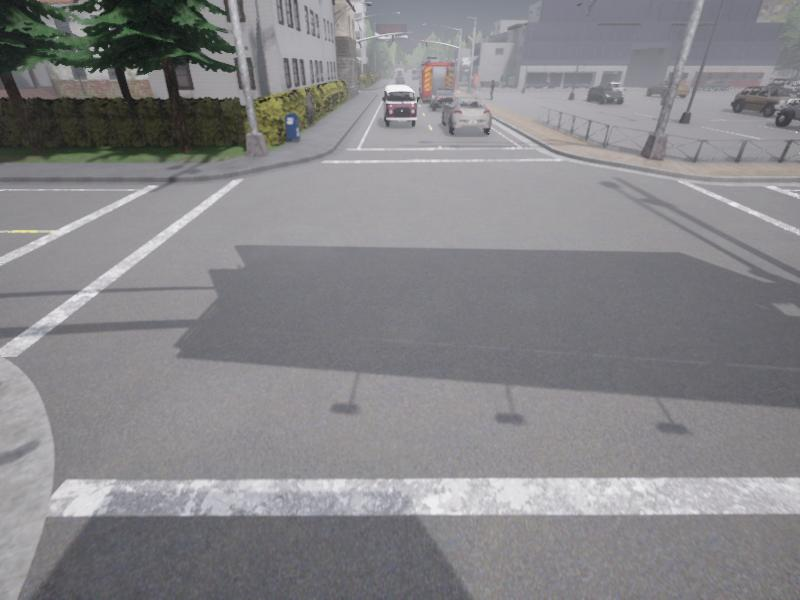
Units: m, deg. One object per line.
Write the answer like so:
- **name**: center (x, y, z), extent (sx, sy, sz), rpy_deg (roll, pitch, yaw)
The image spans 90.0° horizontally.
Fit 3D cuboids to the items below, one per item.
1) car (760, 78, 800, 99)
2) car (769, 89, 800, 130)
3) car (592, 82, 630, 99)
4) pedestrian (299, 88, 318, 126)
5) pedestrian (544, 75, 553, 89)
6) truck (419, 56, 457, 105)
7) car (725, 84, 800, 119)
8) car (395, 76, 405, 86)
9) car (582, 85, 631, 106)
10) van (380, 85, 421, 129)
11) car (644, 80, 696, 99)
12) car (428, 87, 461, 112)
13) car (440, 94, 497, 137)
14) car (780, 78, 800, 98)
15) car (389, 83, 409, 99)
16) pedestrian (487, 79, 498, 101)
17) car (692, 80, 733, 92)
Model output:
- **car**: center (41.760, -22.859, 43.198), extent (1.905, 1.878, 3.866), rpy_deg (0, 30, 0)
- **car**: center (22.611, -10.093, 21.348), extent (1.905, 1.878, 3.866), rpy_deg (0, 30, 0)
- **car**: center (22.549, -22.534, 42.950), extent (1.970, 1.475, 3.806), rpy_deg (0, 30, 0)
- **pedestrian**: center (-4.999, -10.550, 21.879), extent (0.751, 1.860, 0.751), rpy_deg (-2, 30, -4)
- **pedestrian**: center (23.207, -34.124, 62.580), extent (0.751, 1.860, 0.751), rpy_deg (1, 30, 1)
- **truck**: center (3.489, -21.728, 39.415), extent (2.891, 3.827, 8.468), rpy_deg (0, 30, 0)
- **car**: center (25.876, -14.049, 28.160), extent (1.932, 1.855, 4.605), rpy_deg (0, 30, 0)
- **car**: center (-0.022, -40.622, 74.057), extent (1.837, 1.490, 4.892), rpy_deg (0, 30, 0)
- **car**: center (18.906, -18.916, 36.888), extent (2.007, 1.523, 4.514), rpy_deg (0, 30, 0)
- **van**: center (-0.064, -11.561, 23.781), extent (2.069, 2.038, 4.480), rpy_deg (-2, 30, -4)
- **car**: center (28.965, -22.774, 43.206), extent (2.152, 1.636, 5.027), rpy_deg (0, 30, 0)
- **car**: center (3.484, -16.240, 32.293), extent (2.038, 1.542, 4.974), rpy_deg (0, 30, 0)
- **car**: center (3.560, -10.138, 21.758), extent (2.152, 1.651, 5.027), rpy_deg (0, 30, 0)
- **car**: center (44.664, -23.053, 43.572), extent (1.932, 1.855, 4.605), rpy_deg (0, 30, 0)
- **car**: center (-0.158, -23.083, 44.169), extent (1.994, 1.385, 4.181), rpy_deg (-1, 30, -2)
- **pedestrian**: center (9.045, -20.620, 39.222), extent (0.751, 1.860, 0.751), rpy_deg (4, 30, 6)
- **car**: center (45.808, -31.412, 58.668), extent (4.193, 1.474, 1.816), rpy_deg (0, 30, 0)
